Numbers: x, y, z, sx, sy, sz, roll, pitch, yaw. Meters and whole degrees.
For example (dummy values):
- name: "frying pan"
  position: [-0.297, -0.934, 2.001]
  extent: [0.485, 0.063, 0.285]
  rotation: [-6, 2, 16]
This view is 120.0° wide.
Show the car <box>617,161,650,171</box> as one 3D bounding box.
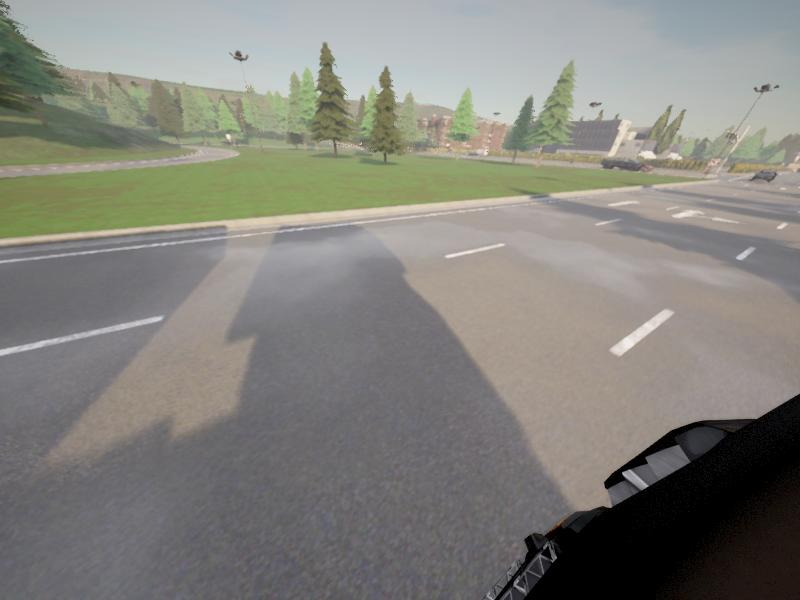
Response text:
- name: "car"
  position: [46.719, -26.832, 46.295]
  extent: [1.994, 1.385, 4.181]
  rotation: [-17, 38, -26]

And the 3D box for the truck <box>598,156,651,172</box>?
- name: "truck"
  position: [41.037, -25.044, 42.547]
  extent: [2.390, 2.098, 6.274]
  rotation: [-17, 38, -26]

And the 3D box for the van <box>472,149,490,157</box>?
- name: "van"
  position: [31.926, -58.153, 91.234]
  extent: [2.351, 2.431, 6.366]
  rotation: [-16, 38, -26]

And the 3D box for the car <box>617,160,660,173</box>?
- name: "car"
  position: [44.642, -25.151, 43.398]
  extent: [2.152, 1.651, 5.027]
  rotation: [-16, 38, -26]

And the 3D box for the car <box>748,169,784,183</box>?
- name: "car"
  position: [53.436, -18.225, 33.746]
  extent: [4.902, 1.511, 2.128]
  rotation: [-18, 39, -29]

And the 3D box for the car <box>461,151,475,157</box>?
- name: "car"
  position: [26.049, -55.842, 88.154]
  extent: [2.038, 1.542, 4.974]
  rotation: [-16, 38, -26]

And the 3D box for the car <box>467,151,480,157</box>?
- name: "car"
  position: [28.685, -57.059, 90.247]
  extent: [1.812, 1.442, 4.674]
  rotation: [-16, 38, -26]

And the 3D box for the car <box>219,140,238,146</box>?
- name: "car"
  position: [-57.495, -52.722, 77.521]
  extent: [4.674, 1.442, 1.812]
  rotation: [-16, 38, -26]
